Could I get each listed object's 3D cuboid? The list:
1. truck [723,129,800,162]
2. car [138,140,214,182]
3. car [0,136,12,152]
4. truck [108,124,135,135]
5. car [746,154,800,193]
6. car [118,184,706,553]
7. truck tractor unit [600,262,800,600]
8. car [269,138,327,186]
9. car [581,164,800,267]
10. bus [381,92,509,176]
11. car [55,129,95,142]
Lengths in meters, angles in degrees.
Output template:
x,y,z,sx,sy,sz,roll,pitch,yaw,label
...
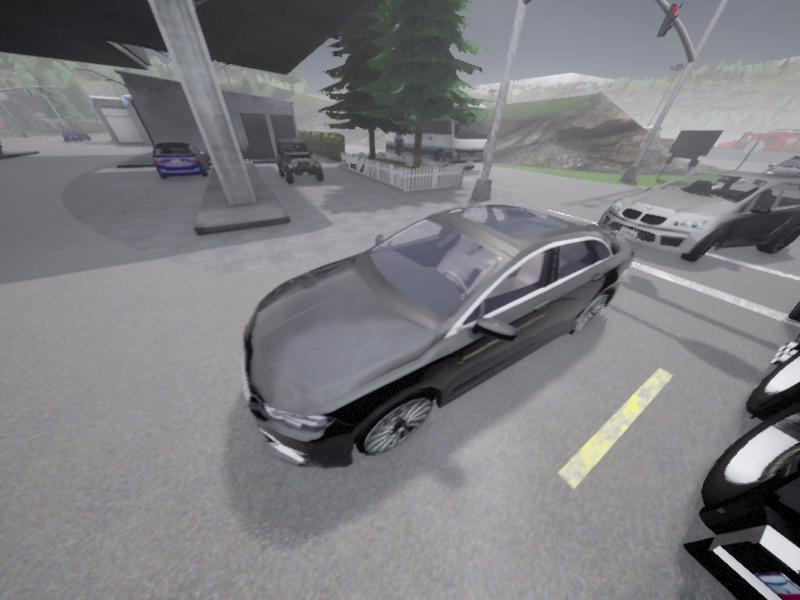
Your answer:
x,y,z,sx,sy,sz,roll,pitch,yaw,label
58.020,-23.925,35.614,2.891,3.827,8.468,-18,41,-25,truck
-12.861,-8.361,13.692,2.242,1.667,4.611,-18,41,-25,car
-37.732,-13.787,20.297,1.994,1.385,4.181,-18,41,-24,car
-69.020,-42.372,57.454,2.390,2.098,6.274,-18,41,-25,truck
23.365,-7.604,13.694,4.974,1.542,2.038,-18,41,-25,car
0.835,-0.215,2.803,4.902,1.511,2.128,-18,41,-25,car
5.127,-0.285,0.762,6.516,4.208,3.053,-18,41,-24,truck tractor unit
-5.779,-7.857,12.987,1.905,1.878,3.866,-18,41,-25,car
7.746,-2.277,5.818,4.611,1.667,2.242,-6,37,-14,car
2.600,-13.306,18.709,3.944,4.253,10.273,-18,41,-24,bus
-47.796,-24.267,34.107,1.816,1.474,4.193,-18,40,-25,car
